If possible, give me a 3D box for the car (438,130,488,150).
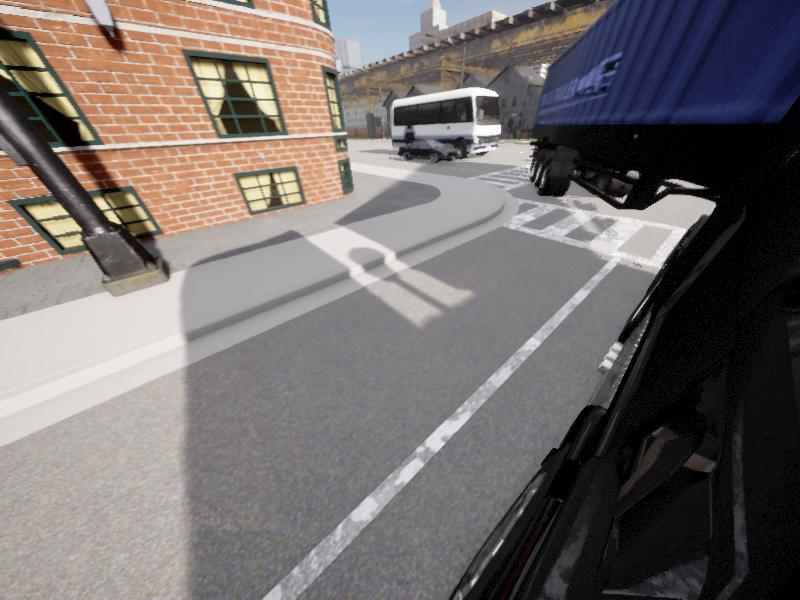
[{"bbox_3d":[6.867,-17.938,25.849,1.930,1.638,5.238,-27,43,-29],"label":"car"}]

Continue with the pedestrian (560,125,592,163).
[{"bbox_3d":[10.598,-9.414,13.992,0.751,1.860,0.751,-24,42,-26],"label":"pedestrian"}]

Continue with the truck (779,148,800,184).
[{"bbox_3d":[16.786,-4.713,6.850,2.627,2.467,5.204,-27,43,-29],"label":"truck"}]

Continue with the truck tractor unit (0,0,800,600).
[{"bbox_3d":[2.645,-0.295,0.351,6.516,4.208,3.053,-28,44,-30],"label":"truck tractor unit"}]

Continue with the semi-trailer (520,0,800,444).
[{"bbox_3d":[5.861,-4.649,5.800,2.717,4.402,14.254,9,39,14],"label":"semi-trailer"}]

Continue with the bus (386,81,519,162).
[{"bbox_3d":[3.579,-14.790,19.663,3.944,4.253,10.273,-27,43,-29],"label":"bus"}]

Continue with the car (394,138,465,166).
[{"bbox_3d":[2.039,-11.341,17.531,2.033,1.411,5.357,-27,43,-29],"label":"car"}]
